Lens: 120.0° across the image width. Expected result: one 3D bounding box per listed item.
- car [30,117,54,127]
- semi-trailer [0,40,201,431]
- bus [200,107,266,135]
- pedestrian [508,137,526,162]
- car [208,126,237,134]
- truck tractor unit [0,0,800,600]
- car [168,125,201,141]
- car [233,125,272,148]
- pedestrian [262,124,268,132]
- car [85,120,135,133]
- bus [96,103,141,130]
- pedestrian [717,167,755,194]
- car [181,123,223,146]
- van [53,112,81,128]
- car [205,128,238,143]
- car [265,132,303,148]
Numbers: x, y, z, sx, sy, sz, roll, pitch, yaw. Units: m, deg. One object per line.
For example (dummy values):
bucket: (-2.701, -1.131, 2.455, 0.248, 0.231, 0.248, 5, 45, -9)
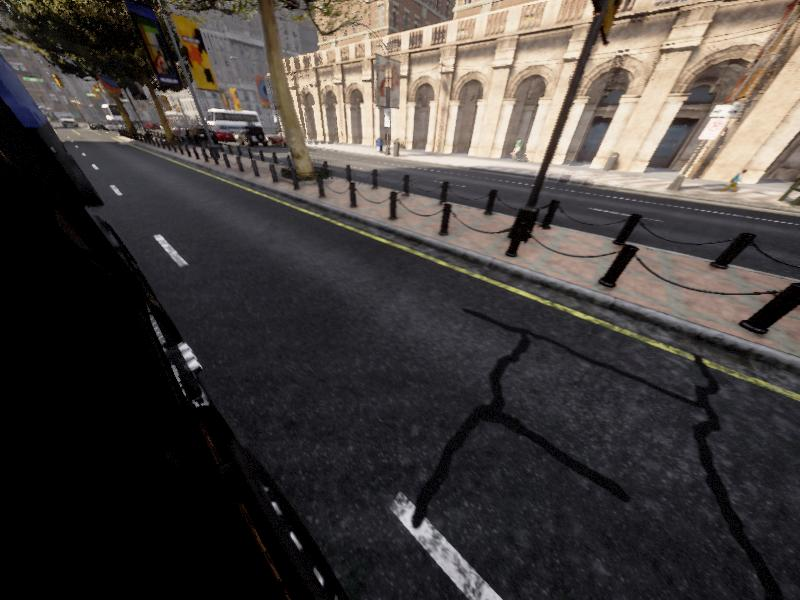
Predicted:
car: (-71.508, -35.541, 46.162, 5.357, 1.411, 2.033, 28, 43, 30)
semi-trailer: (-8.701, -3.580, 4.257, 14.254, 4.402, 2.717, 28, 43, 30)
bus: (-36.228, -39.056, 50.742, 3.944, 4.253, 10.273, 25, 41, 27)
pedestrian: (10.683, -13.714, 21.071, 0.751, 1.860, 0.751, 28, 43, 30)
car: (-40.314, -38.742, 52.544, 1.895, 1.301, 4.718, 28, 43, 30)
truck tractor unit: (-2.645, -0.295, 0.351, 6.516, 4.208, 3.053, 28, 44, 30)
car: (-27.432, -21.215, 29.411, 3.633, 1.501, 1.845, 28, 43, 30)
car: (-16.518, -18.302, 25.846, 3.866, 1.878, 1.905, 28, 43, 30)
pedestrian: (-38.637, -49.153, 65.983, 0.751, 1.860, 0.751, 28, 43, 30)
car: (-49.168, -29.500, 39.270, 2.038, 1.542, 4.974, 28, 43, 30)
bus: (-63.575, -41.344, 52.117, 10.273, 4.253, 3.944, 28, 43, 30)
pedestrian: (17.068, -6.068, 11.754, 0.500, 1.100, 0.500, 24, 42, 26)
car: (-22.298, -18.637, 25.948, 4.605, 1.855, 1.932, 28, 43, 30)
van: (-69.593, -37.667, 48.292, 6.366, 2.431, 2.351, 28, 43, 30)
car: (-23.718, -21.892, 30.698, 4.181, 1.385, 1.994, 28, 43, 30)
car: (-13.957, -19.225, 27.751, 4.718, 1.301, 1.895, 28, 43, 30)
